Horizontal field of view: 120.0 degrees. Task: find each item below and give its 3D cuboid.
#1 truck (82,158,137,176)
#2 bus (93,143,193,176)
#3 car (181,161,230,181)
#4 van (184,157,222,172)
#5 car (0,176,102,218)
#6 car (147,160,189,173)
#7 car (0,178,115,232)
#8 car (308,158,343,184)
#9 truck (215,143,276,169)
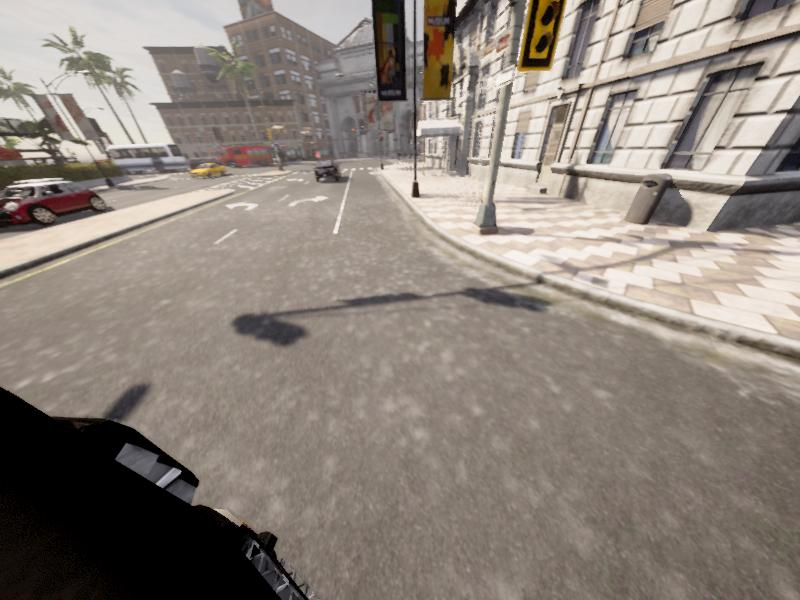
[{"bbox_3d":[-52.725,-24.258,42.061,5.204,2.467,2.627,-6,34,-6],"label":"truck"},{"bbox_3d":[-43.208,-24.054,39.469,10.273,4.253,3.944,-6,34,-6],"label":"bus"},{"bbox_3d":[-22.677,-15.331,27.270,1.801,1.575,5.366,-6,34,-5],"label":"car"},{"bbox_3d":[-34.919,-24.109,41.014,4.442,1.987,1.775,-6,34,-6],"label":"van"},{"bbox_3d":[-20.065,-5.860,12.889,1.970,1.475,3.806,-7,34,-6],"label":"car"},{"bbox_3d":[-43.289,-24.974,43.226,5.238,1.638,1.930,-7,34,-5],"label":"car"},{"bbox_3d":[-16.079,-4.373,10.363,1.970,1.475,3.806,-7,34,-6],"label":"car"},{"bbox_3d":[-6.278,-11.279,20.055,2.128,1.511,4.902,-7,34,-6],"label":"car"},{"bbox_3d":[-29.146,-27.487,44.036,8.468,3.827,2.891,-6,34,-6],"label":"truck"}]
